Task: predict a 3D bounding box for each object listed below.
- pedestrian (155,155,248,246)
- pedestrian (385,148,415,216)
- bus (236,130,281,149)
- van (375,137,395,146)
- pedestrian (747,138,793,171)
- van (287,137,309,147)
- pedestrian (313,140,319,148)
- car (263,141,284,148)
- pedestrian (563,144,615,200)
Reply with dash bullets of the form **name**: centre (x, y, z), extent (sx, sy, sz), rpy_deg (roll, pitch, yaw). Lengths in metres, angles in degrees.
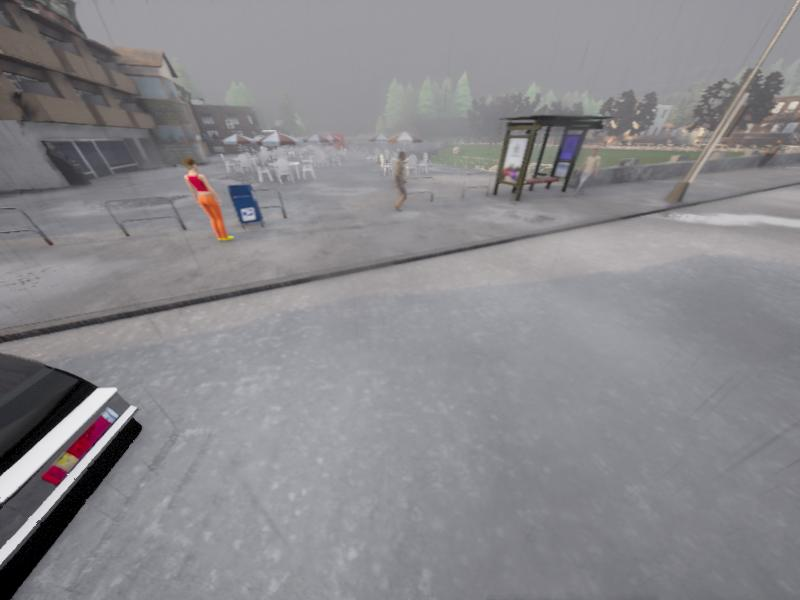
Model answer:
- **pedestrian**: centre (-4.560, -2.333, 5.494), extent (0.751, 1.860, 0.751), rpy_deg (3, 35, 4)
- **pedestrian**: centre (0.020, -3.861, 7.595), extent (0.751, 1.860, 0.751), rpy_deg (9, 36, 14)
- **bus**: centre (-41.292, -47.372, 68.063), extent (10.273, 4.253, 3.944), rpy_deg (-14, 37, -18)
- **van**: centre (-4.989, -53.381, 77.646), extent (6.366, 2.431, 2.351), rpy_deg (-14, 37, -18)
- **pedestrian**: centre (26.050, -10.253, 16.289), extent (0.751, 1.860, 0.751), rpy_deg (-14, 37, -18)
- **van**: centre (-31.722, -49.185, 71.953), extent (5.915, 2.561, 1.988), rpy_deg (-14, 37, -18)
- **pedestrian**: centre (-21.959, -40.848, 60.431), extent (0.751, 1.860, 0.751), rpy_deg (5, 35, 7)
- **car**: centre (-36.629, -45.027, 66.987), extent (4.974, 1.542, 2.038), rpy_deg (-14, 37, -18)
- **pedestrian**: centre (7.560, -5.152, 9.318), extent (0.751, 1.860, 0.751), rpy_deg (-18, 39, -23)
